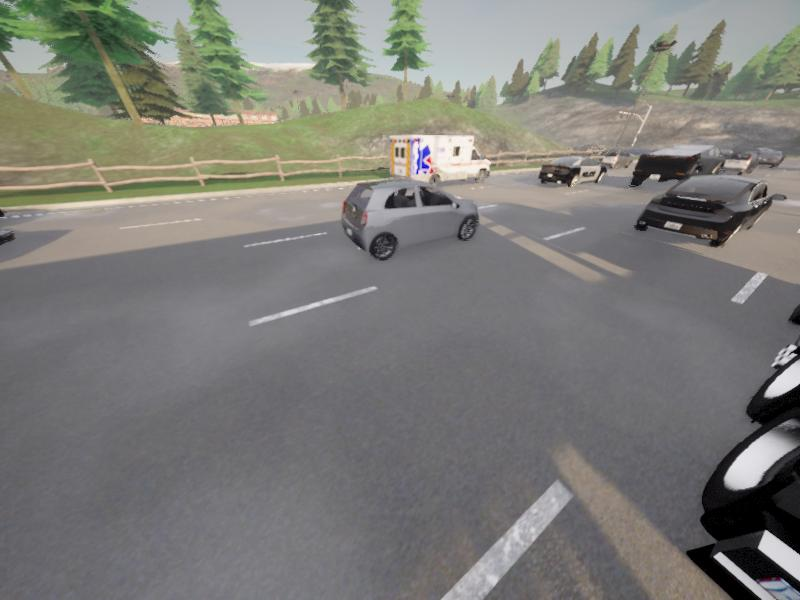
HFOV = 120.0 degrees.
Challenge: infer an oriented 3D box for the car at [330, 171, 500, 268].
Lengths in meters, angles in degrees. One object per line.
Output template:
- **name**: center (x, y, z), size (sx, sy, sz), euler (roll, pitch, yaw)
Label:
- **car**: center (0.391, -2.283, 5.942), size (3.633, 1.501, 1.845), euler (-18, 39, -24)

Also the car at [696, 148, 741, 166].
- **car**: center (37.024, -16.658, 26.866), size (5.008, 1.535, 1.882), euler (-19, 40, -26)

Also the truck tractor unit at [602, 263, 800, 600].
- **truck tractor unit**: center (5.110, -0.302, 0.784), size (6.516, 4.208, 3.053), euler (-18, 39, -24)

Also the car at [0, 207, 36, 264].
- **car**: center (-11.237, -0.741, 3.753), size (5.357, 1.411, 2.033), euler (-18, 39, -24)

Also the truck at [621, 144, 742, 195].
- **truck**: center (16.214, -7.692, 13.334), size (6.274, 2.098, 2.390), euler (-18, 39, -24)

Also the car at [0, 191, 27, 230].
- **car**: center (-14.330, -2.144, 5.526), size (5.238, 1.638, 1.930), euler (-18, 39, -24)

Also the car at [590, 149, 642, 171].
- **car**: center (20.825, -13.607, 22.296), size (3.988, 1.617, 1.851), euler (-18, 39, -24)

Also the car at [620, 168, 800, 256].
- **car**: center (9.134, -2.815, 6.805), size (4.892, 1.490, 1.837), euler (-18, 39, -24)

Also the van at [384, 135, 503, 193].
- **van**: center (2.480, -7.954, 13.315), size (6.366, 2.431, 2.351), euler (-18, 39, -24)

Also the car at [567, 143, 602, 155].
- **car**: center (34.864, -28.551, 43.704), size (2.097, 1.767, 4.553), euler (-30, 45, -35)

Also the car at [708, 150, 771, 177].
- **car**: center (27.996, -11.328, 19.080), size (3.988, 1.617, 1.851), euler (-18, 39, -24)

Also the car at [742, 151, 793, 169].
- **car**: center (39.318, -15.047, 24.697), size (5.357, 1.411, 2.033), euler (-20, 40, -26)

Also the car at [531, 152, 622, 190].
- **car**: center (10.852, -8.057, 14.217), size (5.238, 1.638, 1.930), euler (-18, 39, -24)
